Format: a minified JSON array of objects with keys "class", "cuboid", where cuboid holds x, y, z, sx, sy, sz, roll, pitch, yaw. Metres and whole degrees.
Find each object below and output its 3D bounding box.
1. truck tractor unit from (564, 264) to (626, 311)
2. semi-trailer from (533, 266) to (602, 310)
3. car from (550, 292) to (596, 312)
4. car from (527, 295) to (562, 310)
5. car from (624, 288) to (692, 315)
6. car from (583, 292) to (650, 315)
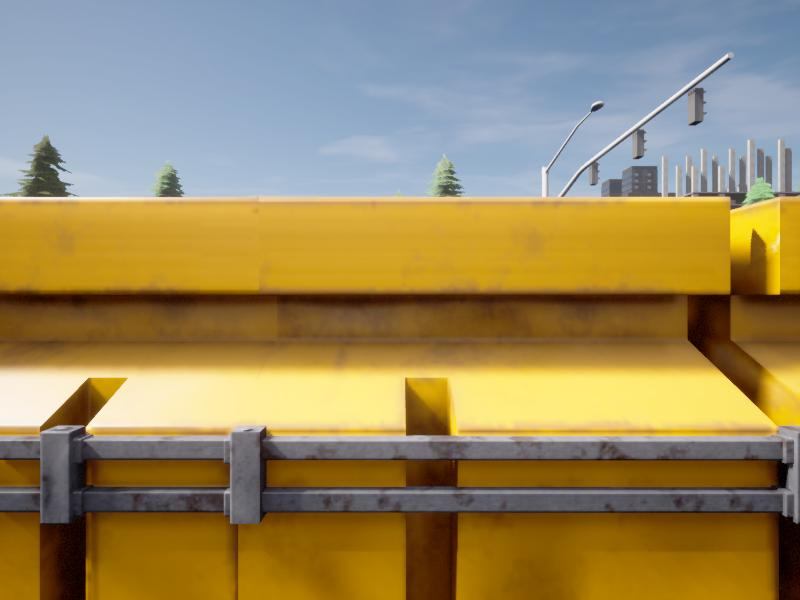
[{"class":"truck tractor unit","cuboid":[18.798,-1.119,39.151,3.053,4.208,6.516,0,0,2]},{"class":"semi-trailer","cuboid":[19.115,-1.221,47.057,2.717,4.402,14.254,0,0,2]},{"class":"car","cuboid":[15.170,0.168,35.364,1.930,1.638,5.238,0,0,2]},{"class":"car","cuboid":[15.410,0.223,42.973,2.038,1.542,4.974,0,0,2]},{"class":"car","cuboid":[18.474,0.091,28.975,2.097,1.767,4.553,0,0,2]},{"class":"car","cuboid":[14.937,0.233,27.992,2.128,1.511,4.902,0,0,2]}]
